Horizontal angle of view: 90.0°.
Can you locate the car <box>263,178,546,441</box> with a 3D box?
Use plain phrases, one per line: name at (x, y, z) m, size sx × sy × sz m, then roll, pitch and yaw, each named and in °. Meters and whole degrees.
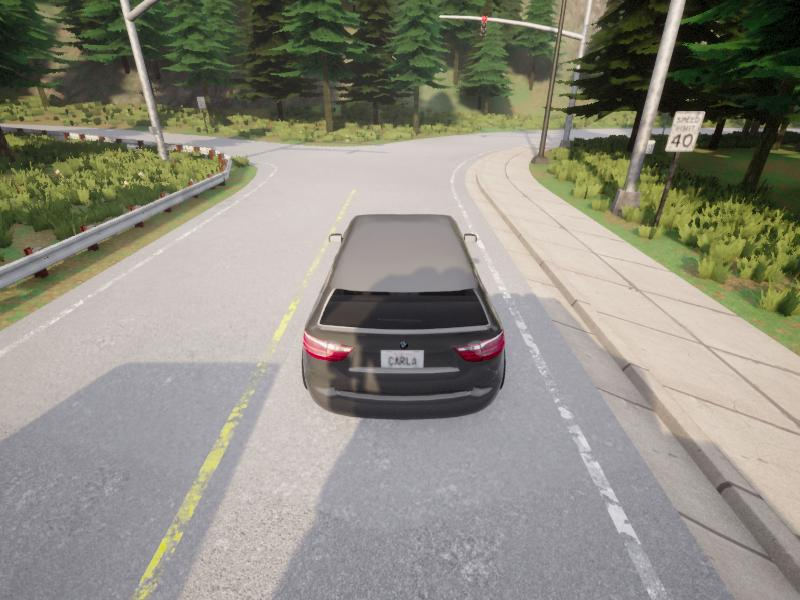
car at (0.043, -0.415, 5.591) m, size 2.242 × 1.667 × 4.611 m, roll 0°, pitch 27°, yaw 0°
